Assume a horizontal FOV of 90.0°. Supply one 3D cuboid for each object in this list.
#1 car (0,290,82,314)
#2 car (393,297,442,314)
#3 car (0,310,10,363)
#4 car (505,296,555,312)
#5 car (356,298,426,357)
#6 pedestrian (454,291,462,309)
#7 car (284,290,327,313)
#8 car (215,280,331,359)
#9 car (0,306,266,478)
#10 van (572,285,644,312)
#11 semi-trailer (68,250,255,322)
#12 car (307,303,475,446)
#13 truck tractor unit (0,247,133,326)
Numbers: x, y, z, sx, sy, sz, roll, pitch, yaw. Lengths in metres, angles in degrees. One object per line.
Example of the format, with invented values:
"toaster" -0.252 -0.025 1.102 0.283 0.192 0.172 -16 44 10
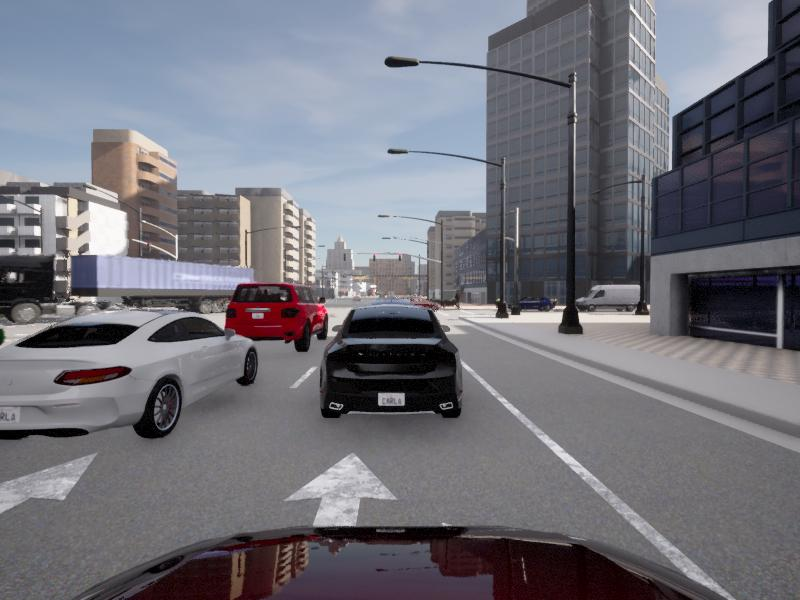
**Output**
"car" -30.852 0.145 34.241 5.566 2.045 2.150 0 1 -1
"car" 1.529 0.445 35.122 4.193 1.474 1.816 0 1 3
"car" -10.673 0.923 7.636 1.895 1.301 4.718 0 1 -1
"car" 12.427 0.376 38.379 4.193 1.474 1.816 0 1 -1
"car" -0.289 0.737 13.310 1.882 1.535 5.008 0 1 -1
"pedestrian" 6.058 -0.053 41.647 0.751 1.860 0.751 0 1 5
"car" -9.055 0.115 37.969 2.150 2.045 5.566 -1 1 -34
"car" -3.796 0.479 13.206 2.150 2.045 5.566 0 1 -1
"car" -3.631 0.861 5.908 1.812 1.442 4.674 0 0 -1
"van" 19.906 -0.155 38.479 5.915 2.561 1.988 0 1 -1
"semi-trailer" -17.474 -0.992 31.768 2.717 4.402 14.254 1 1 20
"car" -0.149 0.835 6.827 1.837 1.490 4.892 0 0 -1
"truck tractor unit" -20.740 -0.773 24.644 3.053 4.208 6.516 1 1 39
